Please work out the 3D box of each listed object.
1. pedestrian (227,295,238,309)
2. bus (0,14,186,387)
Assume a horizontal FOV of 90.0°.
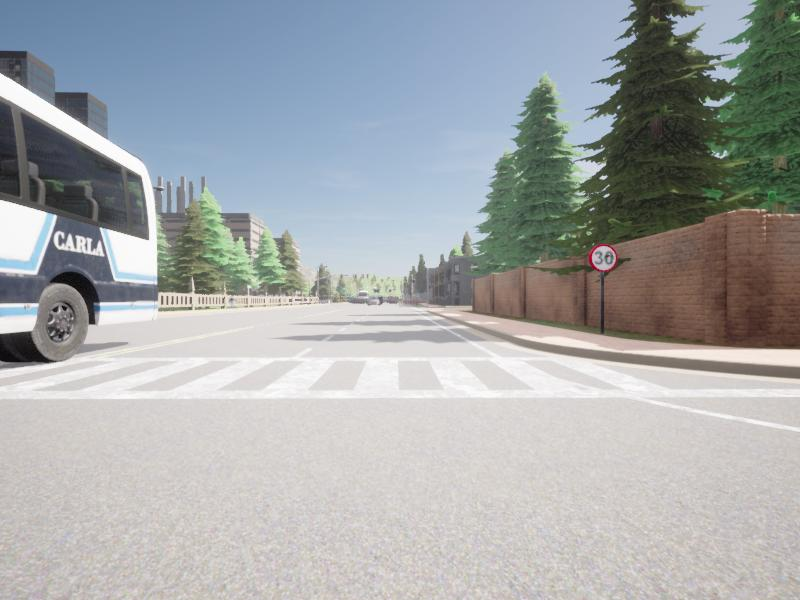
[{"bbox_3d":[-15.251,0.165,36.448,0.751,1.300,0.751,0,0,-3],"label":"pedestrian"},{"bbox_3d":[-6.489,-1.134,4.066,3.944,4.253,10.273,0,0,-5],"label":"bus"}]
